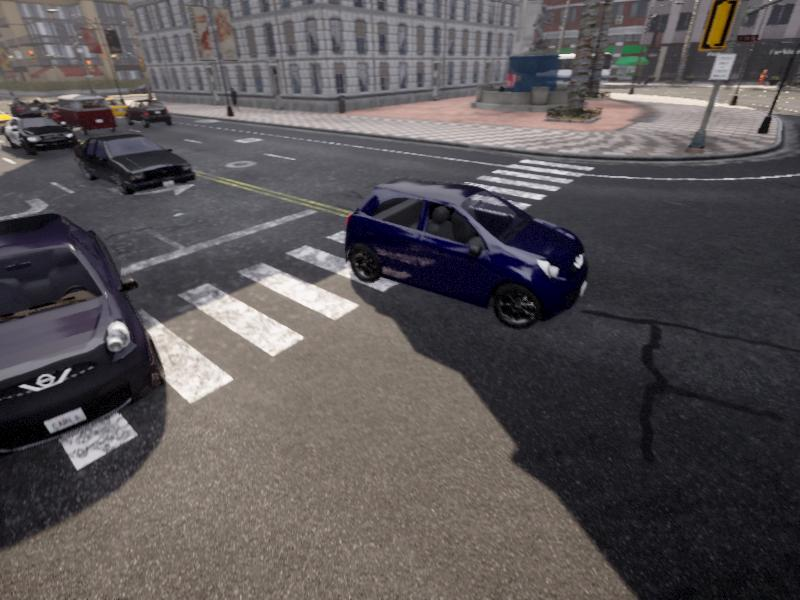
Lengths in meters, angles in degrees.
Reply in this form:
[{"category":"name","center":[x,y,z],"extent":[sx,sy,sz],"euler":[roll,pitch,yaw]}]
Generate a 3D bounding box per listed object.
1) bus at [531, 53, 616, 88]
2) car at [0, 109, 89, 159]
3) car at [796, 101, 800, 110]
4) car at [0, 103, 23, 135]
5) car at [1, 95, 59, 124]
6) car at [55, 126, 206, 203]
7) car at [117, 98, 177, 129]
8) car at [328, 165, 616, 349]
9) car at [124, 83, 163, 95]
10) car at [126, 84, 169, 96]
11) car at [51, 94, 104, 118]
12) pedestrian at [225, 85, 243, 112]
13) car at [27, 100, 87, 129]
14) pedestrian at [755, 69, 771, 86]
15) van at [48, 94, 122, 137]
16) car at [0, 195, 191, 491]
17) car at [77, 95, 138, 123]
[{"category":"bus","center":[25.299,-33.869,59.117],"extent":[3.944,4.253,10.273],"euler":[-26,39,-36]},{"category":"car","center":[-16.741,-7.777,18.525],"extent":[4.974,1.542,2.038],"euler":[22,37,34]},{"category":"car","center":[27.957,-12.959,25.805],"extent":[1.845,1.501,3.633],"euler":[9,32,16]},{"category":"car","center":[-25.757,-11.388,25.013],"extent":[5.366,1.575,1.801],"euler":[21,37,34]},{"category":"car","center":[-28.489,-14.756,30.810],"extent":[4.611,1.667,2.242],"euler":[24,39,36]},{"category":"car","center":[-8.673,-4.494,12.731],"extent":[5.357,1.411,2.033],"euler":[22,37,34]},{"category":"car","center":[-16.676,-12.325,26.318],"extent":[3.705,1.549,1.789],"euler":[22,37,34]},{"category":"car","center":[0.956,-0.926,6.111],"extent":[3.633,1.501,1.845],"euler":[18,35,29]},{"category":"car","center":[-42.814,-35.273,66.774],"extent":[2.163,1.488,4.792],"euler":[22,37,34]},{"category":"car","center":[-40.567,-33.870,64.368],"extent":[2.033,1.411,5.357],"euler":[21,37,34]},{"category":"car","center":[-27.449,-16.563,34.020],"extent":[4.514,1.525,2.007],"euler":[21,37,33]},{"category":"pedestrian","center":[-13.447,-16.320,32.410],"extent":[0.751,1.860,0.751],"euler":[-23,37,-33]},{"category":"car","center":[-23.348,-12.669,27.231],"extent":[4.193,1.474,1.816],"euler":[21,37,34]},{"category":"pedestrian","center":[45.630,-27.977,50.288],"extent":[0.751,1.860,0.751],"euler":[-14,32,-20]},{"category":"van","center":[-18.734,-11.051,23.775],"extent":[4.442,1.987,1.775],"euler":[22,37,34]},{"category":"car","center":[-4.064,0.081,4.567],"extent":[1.845,1.501,3.633],"euler":[-23,36,-33]},{"category":"car","center":[-22.110,-14.498,30.224],"extent":[5.366,1.575,1.801],"euler":[21,37,34]}]
